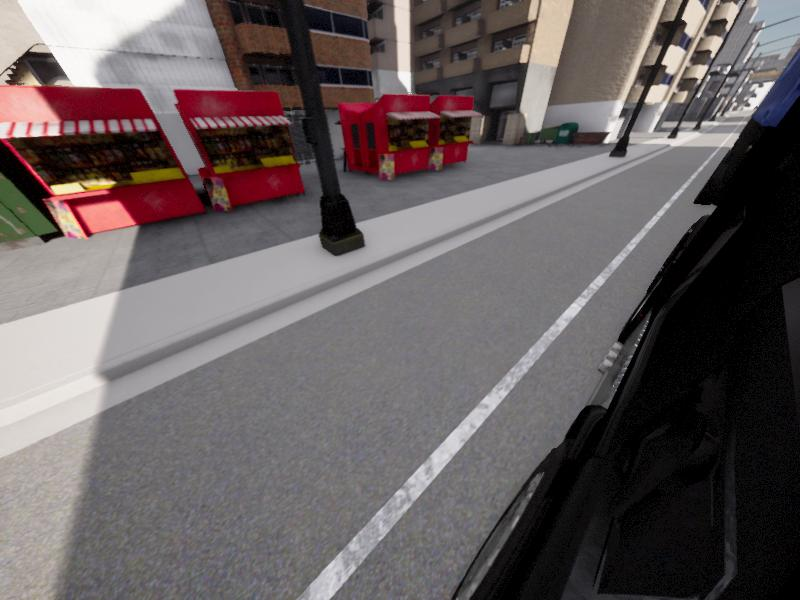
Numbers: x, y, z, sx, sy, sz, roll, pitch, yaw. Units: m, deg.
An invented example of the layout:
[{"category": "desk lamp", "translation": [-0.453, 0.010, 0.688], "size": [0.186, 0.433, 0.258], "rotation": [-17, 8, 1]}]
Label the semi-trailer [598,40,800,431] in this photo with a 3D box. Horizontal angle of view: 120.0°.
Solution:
[{"category": "semi-trailer", "translation": [8.676, -3.615, 4.256], "size": [14.254, 4.402, 2.717], "rotation": [-28, 44, -30]}]

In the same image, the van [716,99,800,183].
[{"category": "van", "translation": [16.466, -6.938, 9.913], "size": [6.366, 2.431, 2.351], "rotation": [-28, 44, -31]}]

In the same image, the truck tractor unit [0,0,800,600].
[{"category": "truck tractor unit", "translation": [2.645, -0.295, 0.351], "size": [6.516, 4.208, 3.053], "rotation": [-28, 44, -30]}]

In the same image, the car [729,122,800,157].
[{"category": "car", "translation": [23.626, -10.409, 14.905], "size": [4.902, 1.511, 2.128], "rotation": [-28, 44, -30]}]
